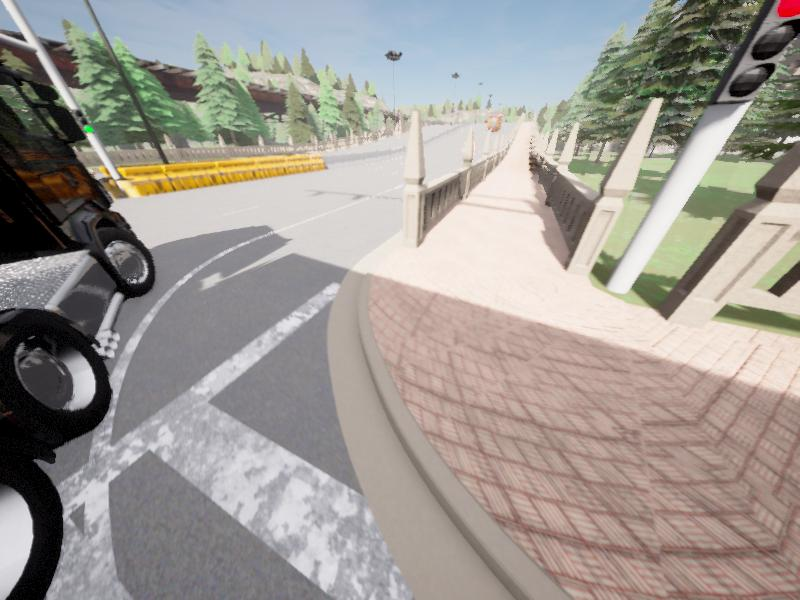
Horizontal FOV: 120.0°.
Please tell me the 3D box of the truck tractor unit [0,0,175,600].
[{"bbox_3d":[-4.599,-0.623,1.277,3.053,4.208,6.516,-24,41,-28],"label":"truck tractor unit"}]
